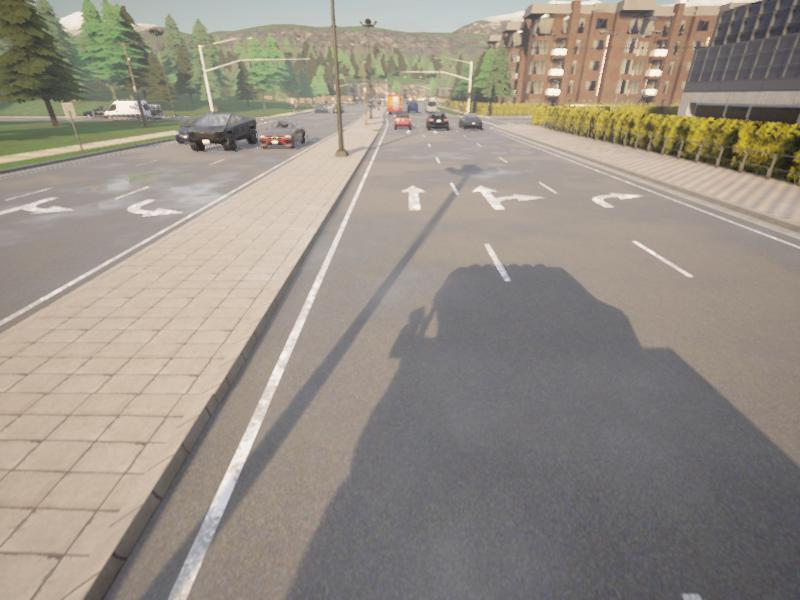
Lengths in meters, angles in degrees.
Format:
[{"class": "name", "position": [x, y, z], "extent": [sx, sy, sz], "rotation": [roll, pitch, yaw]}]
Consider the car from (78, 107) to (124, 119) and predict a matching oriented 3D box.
[{"class": "car", "position": [-46.245, -29.018, 61.934], "extent": [5.238, 1.638, 1.930], "rotation": [0, 27, 1]}]

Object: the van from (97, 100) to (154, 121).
[{"class": "van", "position": [-37.902, -26.216, 55.386], "extent": [5.915, 2.561, 1.988], "rotation": [0, 27, 1]}]

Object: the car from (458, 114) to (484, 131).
[{"class": "car", "position": [7.291, -18.456, 41.434], "extent": [1.994, 1.385, 4.181], "rotation": [0, 27, 0]}]

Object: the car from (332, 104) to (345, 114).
[{"class": "car", "position": [-12.409, -38.666, 80.858], "extent": [2.033, 1.649, 4.856], "rotation": [0, 27, -1]}]

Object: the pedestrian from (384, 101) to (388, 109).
[{"class": "pedestrian", "position": [-3.475, -47.867, 98.272], "extent": [0.751, 1.860, 0.751], "rotation": [0, 27, 1]}]

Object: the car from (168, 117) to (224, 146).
[{"class": "car", "position": [-14.717, -12.309, 29.124], "extent": [1.851, 1.617, 3.988], "rotation": [0, 27, 0]}]

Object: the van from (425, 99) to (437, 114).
[{"class": "van", "position": [6.135, -38.638, 79.779], "extent": [1.988, 2.561, 5.915], "rotation": [0, 27, 0]}]

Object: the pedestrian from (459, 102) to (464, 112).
[{"class": "pedestrian", "position": [12.648, -39.856, 82.523], "extent": [0.751, 1.860, 0.751], "rotation": [-1, 27, -3]}]

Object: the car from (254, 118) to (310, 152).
[{"class": "car", "position": [-7.717, -11.116, 26.756], "extent": [2.152, 1.651, 5.027], "rotation": [0, 27, 0]}]

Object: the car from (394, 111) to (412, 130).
[{"class": "car", "position": [0.263, -19.160, 42.562], "extent": [1.851, 1.617, 3.988], "rotation": [0, 27, -1]}]

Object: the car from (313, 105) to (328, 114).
[{"class": "car", "position": [-15.878, -38.375, 80.397], "extent": [2.038, 1.542, 4.974], "rotation": [0, 27, 0]}]

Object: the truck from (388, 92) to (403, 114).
[{"class": "truck", "position": [-0.860, -39.068, 79.216], "extent": [2.891, 3.827, 8.468], "rotation": [0, 27, -1]}]

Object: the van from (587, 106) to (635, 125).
[{"class": "van", "position": [25.371, -22.266, 48.218], "extent": [4.442, 1.987, 1.775], "rotation": [0, 27, 1]}]

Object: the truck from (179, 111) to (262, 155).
[{"class": "truck", "position": [-11.221, -10.872, 25.755], "extent": [2.390, 2.098, 6.274], "rotation": [0, 27, 0]}]

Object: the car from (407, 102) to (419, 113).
[{"class": "car", "position": [2.614, -39.537, 82.095], "extent": [2.150, 2.045, 5.566], "rotation": [0, 27, 0]}]

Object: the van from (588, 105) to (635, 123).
[{"class": "van", "position": [27.047, -23.866, 51.302], "extent": [4.480, 2.038, 2.069], "rotation": [0, 27, 1]}]

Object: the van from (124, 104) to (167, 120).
[{"class": "van", "position": [-37.221, -27.555, 58.617], "extent": [4.480, 2.038, 2.069], "rotation": [0, 27, 1]}]

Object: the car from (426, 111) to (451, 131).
[{"class": "car", "position": [3.879, -18.586, 41.363], "extent": [2.242, 1.667, 4.611], "rotation": [1, 27, 1]}]

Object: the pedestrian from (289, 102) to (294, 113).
[{"class": "pedestrian", "position": [-20.897, -37.115, 77.151], "extent": [0.751, 1.860, 0.751], "rotation": [-4, 27, -7]}]
